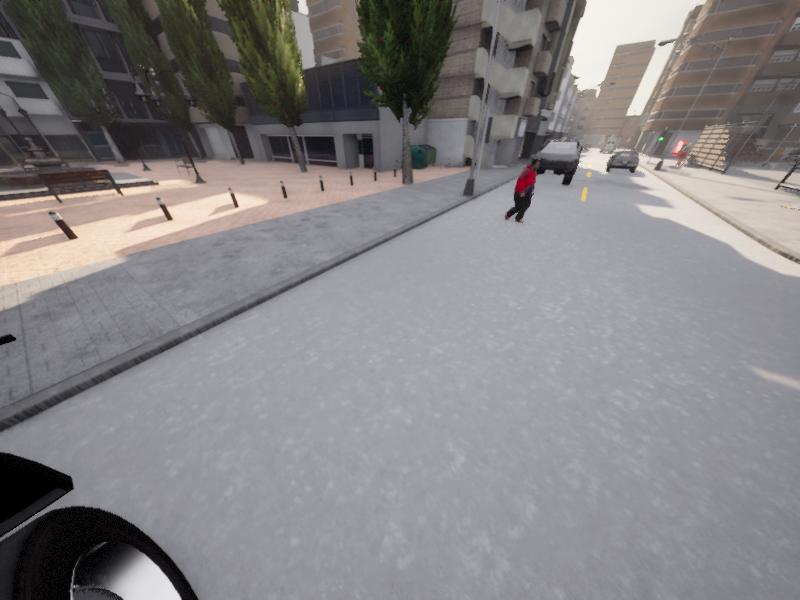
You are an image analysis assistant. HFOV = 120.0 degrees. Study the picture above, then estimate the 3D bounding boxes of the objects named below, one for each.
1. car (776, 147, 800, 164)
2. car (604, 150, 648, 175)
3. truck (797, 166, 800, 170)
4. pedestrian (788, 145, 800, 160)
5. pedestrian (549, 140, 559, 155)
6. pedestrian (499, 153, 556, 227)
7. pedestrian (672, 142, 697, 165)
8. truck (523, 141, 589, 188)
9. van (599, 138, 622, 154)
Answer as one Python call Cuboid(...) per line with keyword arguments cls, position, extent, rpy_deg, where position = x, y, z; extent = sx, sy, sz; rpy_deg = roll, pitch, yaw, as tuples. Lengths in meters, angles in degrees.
Cuboid(cls="car", position=(46.620, -15.856, 25.461), extent=(4.902, 1.511, 2.128), rpy_deg=(21, 40, 27))
Cuboid(cls="car", position=(18.823, -11.734, 19.497), extent=(2.033, 1.411, 5.357), rpy_deg=(23, 41, 28))
Cuboid(cls="truck", position=(34.554, -10.927, 17.801), extent=(2.069, 2.038, 4.478), rpy_deg=(22, 41, 28))
Cuboid(cls="pedestrian", position=(50.384, -18.668, 28.956), extent=(0.751, 1.860, 0.751), rpy_deg=(20, 40, 26))
Cuboid(cls="pedestrian", position=(24.243, -24.044, 36.382), extent=(0.751, 1.860, 0.751), rpy_deg=(24, 42, 30))
Cuboid(cls="pedestrian", position=(3.751, -3.278, 6.935), extent=(0.751, 1.860, 0.751), rpy_deg=(-21, 40, -27))
Cuboid(cls="pedestrian", position=(27.526, -14.169, 22.394), extent=(0.751, 1.860, 0.751), rpy_deg=(-28, 44, -34))
Cuboid(cls="truck", position=(10.117, -8.900, 14.796), extent=(2.390, 2.098, 6.274), rpy_deg=(22, 41, 28))
Cuboid(cls="van", position=(41.214, -30.410, 45.454), extent=(2.351, 2.431, 6.366), rpy_deg=(22, 41, 28))
